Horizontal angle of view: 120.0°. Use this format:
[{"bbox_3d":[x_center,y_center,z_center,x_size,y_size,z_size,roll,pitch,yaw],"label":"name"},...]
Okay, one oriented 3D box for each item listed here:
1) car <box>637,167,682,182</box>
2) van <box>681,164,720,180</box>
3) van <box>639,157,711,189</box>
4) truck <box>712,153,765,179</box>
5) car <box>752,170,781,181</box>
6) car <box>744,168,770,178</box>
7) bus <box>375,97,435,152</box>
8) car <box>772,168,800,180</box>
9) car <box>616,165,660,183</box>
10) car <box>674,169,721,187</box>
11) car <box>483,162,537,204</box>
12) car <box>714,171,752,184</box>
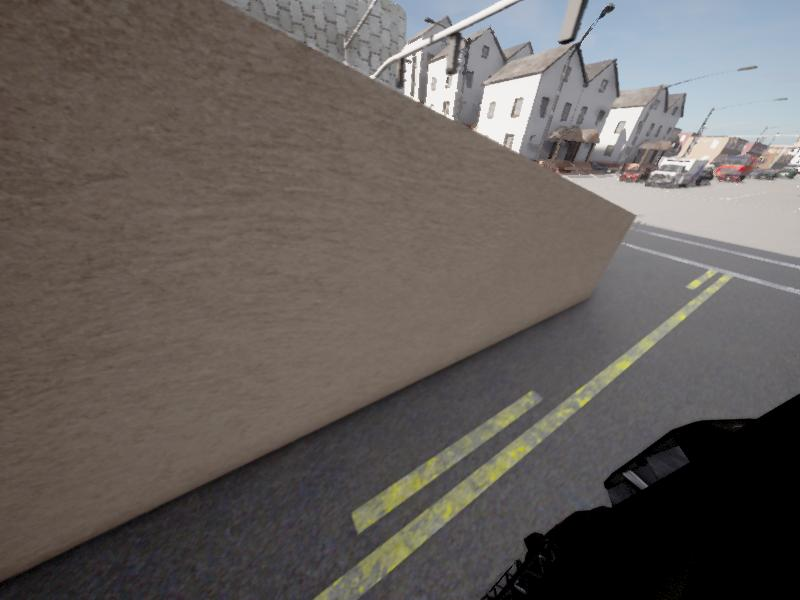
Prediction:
[{"bbox_3d":[32.871,-15.927,29.265,4.902,1.511,2.128,-15,37,-25],"label":"car"},{"bbox_3d":[46.020,-19.630,35.406,4.480,2.038,2.069,-15,37,-25],"label":"van"},{"bbox_3d":[27.510,-12.696,23.126,6.366,2.431,2.351,-15,37,-25],"label":"van"},{"bbox_3d":[63.034,-24.875,43.057,8.468,3.827,2.891,-15,37,-25],"label":"truck"},{"bbox_3d":[67.259,-22.833,42.397,4.892,1.490,1.837,-14,37,-25],"label":"car"},{"bbox_3d":[79.960,-28.520,51.711,4.553,1.767,2.097,-15,37,-25],"label":"car"},{"bbox_3d":[0.345,-26.485,34.789,3.944,4.253,10.273,-15,51,-25],"label":"bus"},{"bbox_3d":[84.981,-27.757,50.716,5.566,2.045,2.150,-15,37,-25],"label":"car"},{"bbox_3d":[27.432,-14.532,26.647,3.988,1.617,1.851,-15,37,-25],"label":"car"},{"bbox_3d":[34.253,-14.094,26.611,4.892,1.490,1.837,-15,37,-25],"label":"car"},{"bbox_3d":[6.712,-7.302,14.082,2.152,1.651,5.027,16,36,18],"label":"car"},{"bbox_3d":[47.581,-17.572,33.021,4.181,1.385,1.994,-15,37,-25],"label":"car"}]
